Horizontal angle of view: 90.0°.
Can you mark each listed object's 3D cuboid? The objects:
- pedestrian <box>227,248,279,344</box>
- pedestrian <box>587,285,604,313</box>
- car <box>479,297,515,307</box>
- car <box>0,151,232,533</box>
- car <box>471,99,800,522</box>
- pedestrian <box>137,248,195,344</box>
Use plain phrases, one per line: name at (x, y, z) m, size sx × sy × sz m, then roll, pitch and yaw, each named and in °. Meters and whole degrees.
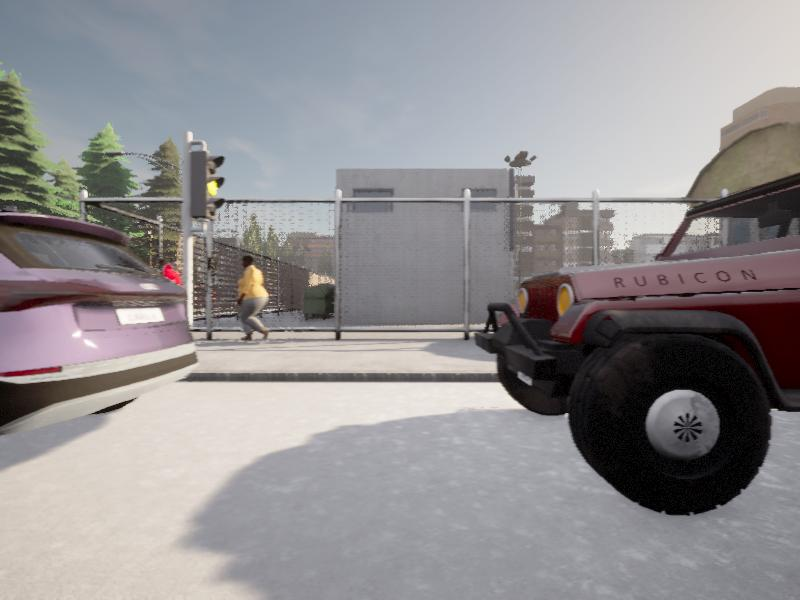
pedestrian at (-2.950, -0.077, 8.074) m, size 0.751 × 1.860 × 0.751 m, roll 0°, pitch 0°, yaw 2°
pedestrian at (13.504, -0.058, 27.675) m, size 0.751 × 1.860 × 0.751 m, roll 0°, pitch 0°, yaw -13°
car at (13.605, 0.276, 56.184) m, size 4.674 × 1.442 × 1.812 m, roll 0°, pitch 0°, yaw 0°
car at (-4.021, 0.176, 2.764) m, size 4.856 × 1.649 × 2.033 m, roll 0°, pitch 0°, yaw 0°
car at (2.580, 0.047, 2.723) m, size 3.866 × 1.878 × 1.905 m, roll 0°, pitch 0°, yaw 0°
pedestrian at (-4.762, -0.078, 8.188) m, size 0.751 × 1.860 × 0.751 m, roll 0°, pitch 0°, yaw 3°
